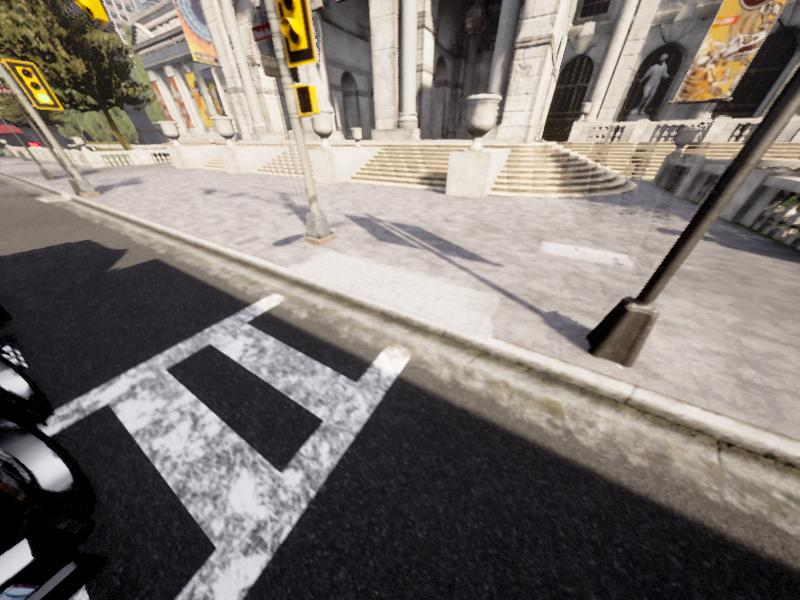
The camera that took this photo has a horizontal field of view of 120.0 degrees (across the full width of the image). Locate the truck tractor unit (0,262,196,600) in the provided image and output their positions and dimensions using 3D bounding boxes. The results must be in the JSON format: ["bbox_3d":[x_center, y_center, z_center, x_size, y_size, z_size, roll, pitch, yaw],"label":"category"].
[{"bbox_3d":[-5.107,-0.305,0.784,6.516,4.208,3.053,18,39,24],"label":"truck tractor unit"}]
